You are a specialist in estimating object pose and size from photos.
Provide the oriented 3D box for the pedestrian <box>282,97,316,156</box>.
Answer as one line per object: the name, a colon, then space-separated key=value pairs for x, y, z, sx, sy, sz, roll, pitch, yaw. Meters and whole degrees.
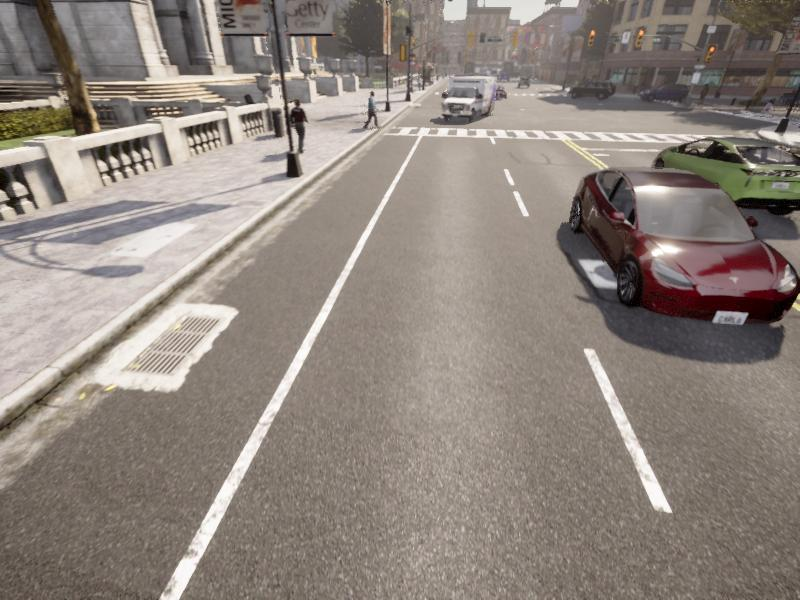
pedestrian: x=-3.659 y=-6.319 z=14.575 sx=0.751 sy=1.860 sz=0.751 roll=8 pitch=31 yaw=12

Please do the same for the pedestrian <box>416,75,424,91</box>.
pedestrian: x=2.599 y=-28.693 z=52.920 sx=0.751 sy=1.860 sz=0.751 roll=-10 pitch=32 yaw=-17

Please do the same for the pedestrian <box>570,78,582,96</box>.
pedestrian: x=21.772 y=-26.384 z=49.537 sx=0.751 sy=1.860 sz=0.751 roll=0 pitch=30 yaw=0

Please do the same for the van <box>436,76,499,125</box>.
van: x=4.572 y=-13.304 z=26.421 sx=2.351 sy=2.431 sz=6.366 roll=12 pitch=32 yaw=20

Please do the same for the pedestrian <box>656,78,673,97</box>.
pedestrian: x=30.164 y=-24.219 z=45.648 sx=0.751 sy=1.860 sz=0.751 roll=-6 pitch=31 yaw=-11

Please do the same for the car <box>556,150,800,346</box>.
car: x=4.442 y=-1.321 z=6.866 sx=2.163 sy=1.488 sz=4.792 roll=4 pitch=30 yaw=6

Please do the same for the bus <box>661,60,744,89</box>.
bus: x=53.289 y=-40.017 z=70.970 sx=10.273 sy=4.253 sz=3.944 roll=3 pitch=30 yaw=6

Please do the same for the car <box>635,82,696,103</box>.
car: x=27.428 y=-21.555 z=41.470 sx=4.553 sy=1.767 sz=2.097 roll=6 pitch=31 yaw=10

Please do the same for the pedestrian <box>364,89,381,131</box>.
pedestrian: x=-1.384 y=-9.641 z=20.288 sx=0.751 sy=1.860 sz=0.751 roll=1 pitch=30 yaw=0

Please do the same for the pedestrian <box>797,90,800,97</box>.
pedestrian: x=48.048 y=-25.021 z=47.266 sx=0.751 sy=1.860 sz=0.751 roll=6 pitch=31 yaw=10

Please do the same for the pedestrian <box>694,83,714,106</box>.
pedestrian: x=28.579 y=-19.369 z=37.635 sx=0.751 sy=1.860 sz=0.751 roll=6 pitch=31 yaw=10

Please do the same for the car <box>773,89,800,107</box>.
car: x=38.042 y=-18.707 z=37.094 sx=4.674 sy=1.442 sz=1.812 roll=4 pitch=31 yaw=6

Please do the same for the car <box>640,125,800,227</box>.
car: x=8.513 y=-3.466 z=10.544 sx=2.007 sy=1.525 sz=4.514 roll=4 pitch=30 yaw=6

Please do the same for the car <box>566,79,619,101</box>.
car: x=21.199 y=-23.189 z=44.096 sx=4.605 sy=1.855 sz=1.932 roll=22 pitch=37 yaw=32

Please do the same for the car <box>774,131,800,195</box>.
car: x=11.973 y=-3.148 z=10.021 sx=1.789 sy=1.549 sz=3.705 roll=4 pitch=31 yaw=6

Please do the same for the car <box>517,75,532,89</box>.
car: x=20.846 y=-36.515 z=66.878 sx=1.932 sy=1.855 sz=4.605 roll=9 pitch=31 yaw=14

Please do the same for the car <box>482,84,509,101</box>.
car: x=10.102 y=-22.199 z=42.756 sx=1.994 sy=1.385 sz=4.181 roll=1 pitch=30 yaw=2

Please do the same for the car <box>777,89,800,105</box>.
car: x=41.091 y=-20.213 z=39.856 sx=4.718 sy=1.301 sz=1.895 roll=4 pitch=30 yaw=6

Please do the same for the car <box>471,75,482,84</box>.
car: x=15.967 y=-46.299 z=83.890 sx=2.007 sy=1.525 sz=4.514 roll=4 pitch=31 yaw=6

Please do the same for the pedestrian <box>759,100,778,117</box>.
pedestrian: x=26.729 y=-13.911 z=29.029 sx=0.500 sy=1.100 sz=0.500 roll=5 pitch=31 yaw=8

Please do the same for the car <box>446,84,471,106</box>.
car: x=5.481 y=-19.253 z=37.514 sx=2.128 sy=1.511 sz=4.902 roll=4 pitch=30 yaw=6

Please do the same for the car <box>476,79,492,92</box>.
car: x=11.884 y=-30.490 z=56.790 sx=1.882 sy=1.535 sz=5.008 roll=4 pitch=31 yaw=6
